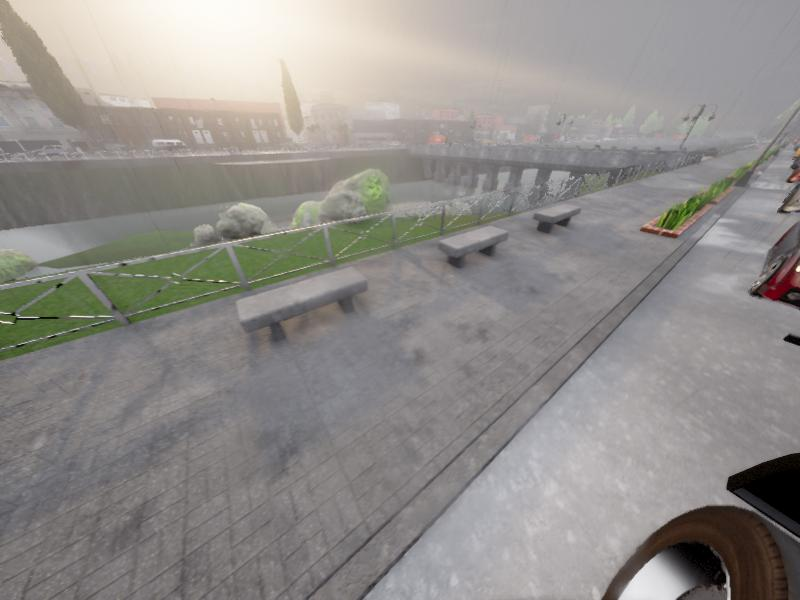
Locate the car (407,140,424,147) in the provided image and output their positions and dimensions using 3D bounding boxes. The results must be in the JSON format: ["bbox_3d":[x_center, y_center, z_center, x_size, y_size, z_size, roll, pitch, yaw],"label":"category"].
[{"bbox_3d":[4.485,-45.907,67.556,5.008,1.535,1.882,-23,41,-28],"label":"car"}]

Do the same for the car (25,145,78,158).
[{"bbox_3d":[-52.194,-22.360,34.716,3.806,1.475,1.970,-23,41,-28],"label":"car"}]

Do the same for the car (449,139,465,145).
[{"bbox_3d":[18.601,-51.806,75.707,5.238,1.638,1.930,-23,41,-28],"label":"car"}]

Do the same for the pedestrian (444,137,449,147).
[{"bbox_3d":[10.492,-35.580,52.140,0.751,1.860,0.751,-18,39,-24],"label":"pedestrian"}]

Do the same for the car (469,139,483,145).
[{"bbox_3d":[26.437,-55.001,80.288,4.892,1.490,1.837,-23,41,-28],"label":"car"}]

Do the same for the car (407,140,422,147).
[{"bbox_3d":[3.941,-42.848,63.224,3.988,1.617,1.851,-23,41,-28],"label":"car"}]

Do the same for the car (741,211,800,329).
[{"bbox_3d":[7.665,-0.637,3.556,4.181,1.385,1.994,-22,41,-28],"label":"car"}]

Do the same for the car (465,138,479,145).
[{"bbox_3d":[23.175,-50.964,74.279,3.866,1.878,1.905,-23,41,-28],"label":"car"}]

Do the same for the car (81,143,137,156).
[{"bbox_3d":[-47.148,-24.525,37.599,5.238,1.638,1.930,-23,41,-28],"label":"car"}]

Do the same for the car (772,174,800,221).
[{"bbox_3d":[14.919,-3.712,7.717,4.514,1.525,2.007,-22,41,-28],"label":"car"}]

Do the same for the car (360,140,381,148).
[{"bbox_3d":[-7.621,-40.906,60.525,4.974,1.542,2.038,-23,41,-28],"label":"car"}]

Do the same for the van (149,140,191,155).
[{"bbox_3d":[-38.243,-25.552,38.635,4.480,2.038,2.069,-23,41,-28],"label":"van"}]

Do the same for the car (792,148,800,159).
[{"bbox_3d":[47.513,-17.236,26.599,5.008,1.535,1.882,-23,41,-28],"label":"car"}]

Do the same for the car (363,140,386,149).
[{"bbox_3d":[-6.355,-38.619,57.230,5.238,1.638,1.930,-23,41,-28],"label":"car"}]

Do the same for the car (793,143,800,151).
[{"bbox_3d":[68.098,-25.711,38.561,4.181,1.385,1.994,-23,41,-28],"label":"car"}]

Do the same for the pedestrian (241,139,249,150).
[{"bbox_3d":[-32.528,-32.654,48.581,0.751,1.860,0.751,-14,38,-19],"label":"pedestrian"}]

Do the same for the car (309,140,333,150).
[{"bbox_3d":[-18.476,-36.408,54.209,4.856,1.649,2.033,-22,41,-28],"label":"car"}]

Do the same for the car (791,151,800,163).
[{"bbox_3d":[39.927,-14.087,22.208,3.633,1.501,1.845,-22,41,-28],"label":"car"}]

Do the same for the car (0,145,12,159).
[{"bbox_3d":[-58.017,-20.006,31.303,5.027,1.651,2.152,-23,41,-28],"label":"car"}]

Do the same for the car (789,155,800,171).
[{"bbox_3d":[32.198,-10.869,17.758,4.193,1.474,1.816,-23,41,-28],"label":"car"}]

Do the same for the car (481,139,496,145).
[{"bbox_3d":[29.936,-53.635,78.292,5.366,1.575,1.801,-23,41,-28],"label":"car"}]

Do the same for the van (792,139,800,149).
[{"bbox_3d":[78.522,-30.462,44.300,6.366,2.431,2.351,-23,41,-28],"label":"van"}]

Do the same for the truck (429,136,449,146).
[{"bbox_3d":[11.215,-46.249,67.175,5.204,2.467,2.627,-23,41,-28],"label":"truck"}]

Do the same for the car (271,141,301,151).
[{"bbox_3d":[-24.836,-33.766,50.507,5.238,1.638,1.930,-22,41,-28],"label":"car"}]

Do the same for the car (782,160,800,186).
[{"bbox_3d":[23.631,-7.322,12.760,4.514,1.525,2.007,-22,41,-28],"label":"car"}]

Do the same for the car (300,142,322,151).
[{"bbox_3d":[-19.111,-33.260,49.886,3.806,1.475,1.970,-23,41,-28],"label":"car"}]
